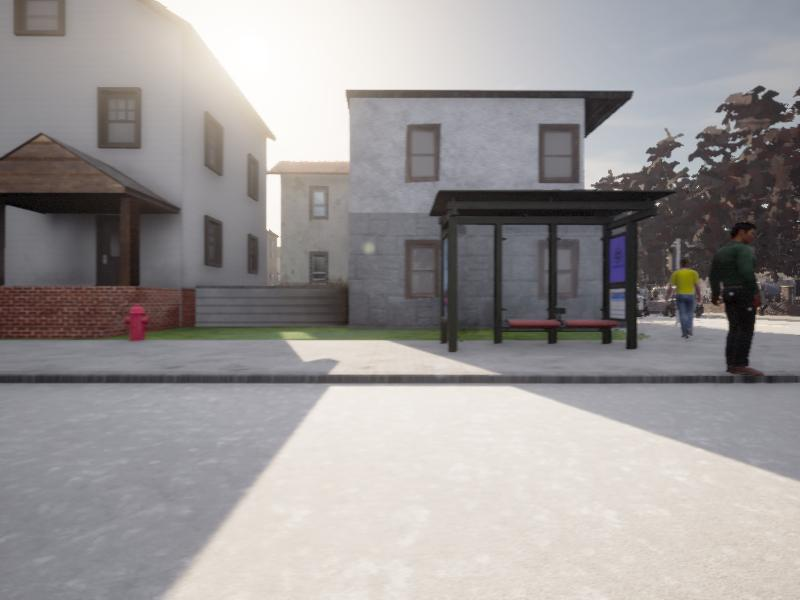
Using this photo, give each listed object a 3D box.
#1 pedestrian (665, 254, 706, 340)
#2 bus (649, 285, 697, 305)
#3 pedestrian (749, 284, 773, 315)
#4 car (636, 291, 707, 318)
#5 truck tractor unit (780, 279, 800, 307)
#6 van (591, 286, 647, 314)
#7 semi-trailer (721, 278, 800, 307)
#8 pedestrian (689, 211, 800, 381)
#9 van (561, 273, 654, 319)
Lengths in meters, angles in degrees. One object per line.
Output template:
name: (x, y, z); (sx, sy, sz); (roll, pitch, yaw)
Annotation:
pedestrian: (6.567, -0.067, 9.214); (0.751, 1.860, 0.751); (0, 0, 35)
bus: (61.665, -1.045, 90.752); (3.944, 4.253, 10.273); (0, 0, 1)
pedestrian: (21.791, -0.036, 24.164); (0.751, 1.860, 0.751); (0, 0, 0)
car: (16.557, 0.250, 24.644); (1.845, 1.501, 3.633); (0, 0, -1)
truck tractor unit: (61.779, -1.034, 60.204); (3.053, 4.208, 6.516); (0, 0, 1)
van: (16.616, 0.021, 30.650); (1.775, 1.987, 4.442); (0, 0, -2)
semi-trailer: (61.807, -1.127, 68.114); (2.717, 4.402, 14.254); (0, 0, 0)
pedestrian: (4.095, -0.049, 4.799); (0.751, 1.860, 0.751); (0, 0, 9)
van: (12.411, -0.205, 24.630); (2.351, 2.431, 6.366); (0, 0, 0)
